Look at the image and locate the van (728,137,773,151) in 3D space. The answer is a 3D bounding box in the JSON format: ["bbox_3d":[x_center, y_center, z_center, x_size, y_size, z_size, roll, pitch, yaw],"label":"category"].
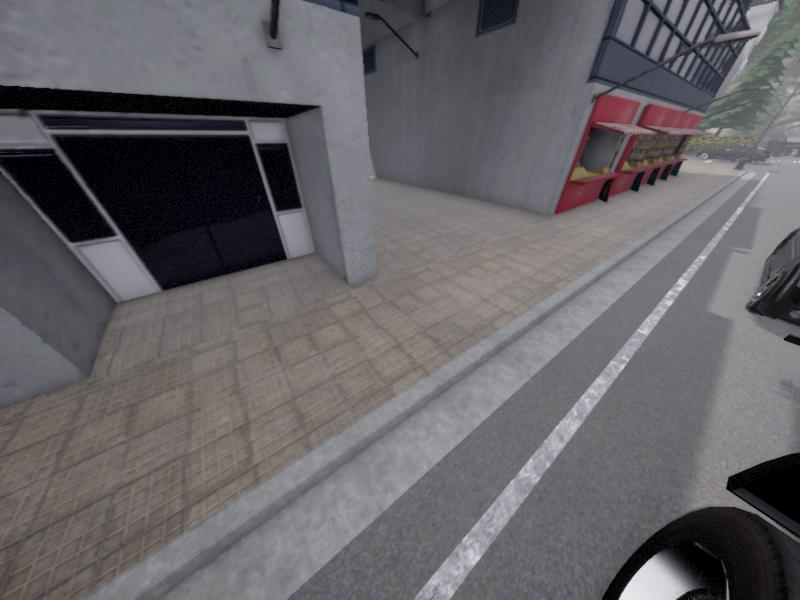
[{"bbox_3d":[62.281,-27.788,41.158,1.775,1.987,4.442,10,37,15],"label":"van"}]

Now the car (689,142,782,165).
[{"bbox_3d":[32.973,-14.620,22.969,1.837,1.490,4.892,-9,39,-15],"label":"car"}]

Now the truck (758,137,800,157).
[{"bbox_3d":[51.744,-20.542,30.858,2.390,2.098,6.274,25,42,31],"label":"truck"}]

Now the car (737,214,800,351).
[{"bbox_3d":[7.111,-0.399,3.239,4.181,1.385,1.994,-23,41,-28],"label":"car"}]

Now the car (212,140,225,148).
[{"bbox_3d":[-47.062,-40.364,59.782,2.007,1.523,4.514,-23,41,-29],"label":"car"}]

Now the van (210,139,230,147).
[{"bbox_3d":[-57.736,-50.549,74.167,4.480,2.038,2.069,-23,41,-29],"label":"van"}]

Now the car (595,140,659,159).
[{"bbox_3d":[25.985,-17.420,26.669,2.242,1.667,4.611,-24,41,-30],"label":"car"}]
